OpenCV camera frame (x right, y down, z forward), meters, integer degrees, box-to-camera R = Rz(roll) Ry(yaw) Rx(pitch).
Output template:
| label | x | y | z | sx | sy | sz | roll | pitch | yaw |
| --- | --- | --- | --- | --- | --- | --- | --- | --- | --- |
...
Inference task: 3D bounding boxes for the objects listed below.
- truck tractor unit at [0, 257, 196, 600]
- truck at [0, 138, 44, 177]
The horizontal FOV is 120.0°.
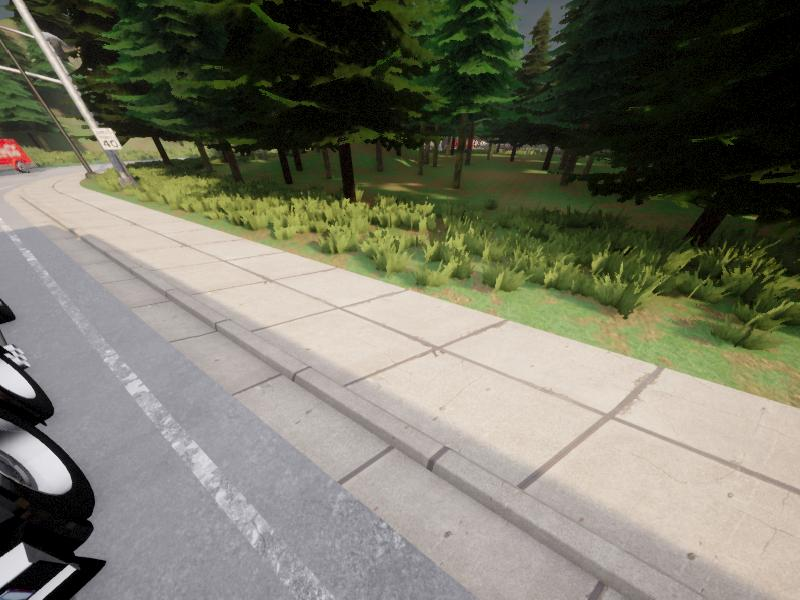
| label | x | y | z | sx | sy | sz | roll | pitch | yaw |
| --- | --- | --- | --- | --- | --- | --- | --- | --- | --- |
| truck tractor unit | -5.099 | -0.312 | 0.797 | 6.516 | 4.208 | 3.053 | 19 | 39 | 25 |
| truck | -32.389 | -10.896 | 17.712 | 2.627 | 2.467 | 5.204 | -12 | 37 | -16 |
